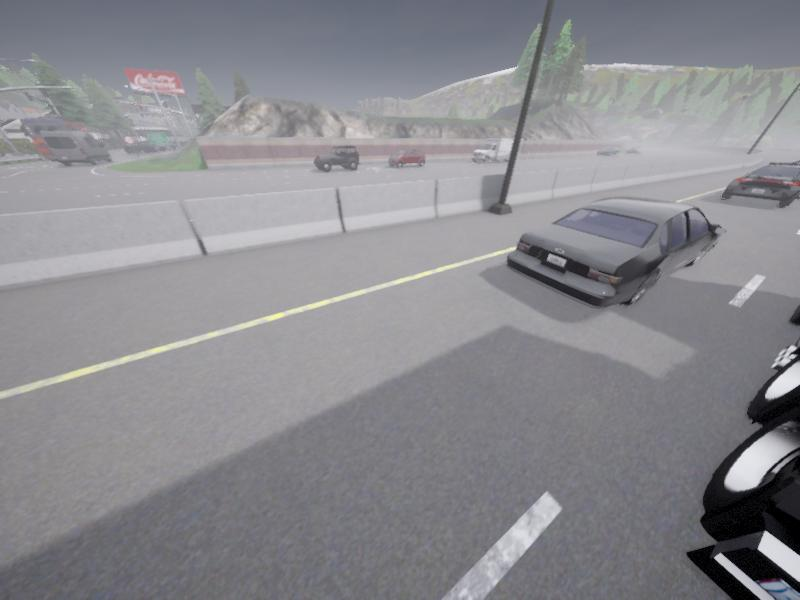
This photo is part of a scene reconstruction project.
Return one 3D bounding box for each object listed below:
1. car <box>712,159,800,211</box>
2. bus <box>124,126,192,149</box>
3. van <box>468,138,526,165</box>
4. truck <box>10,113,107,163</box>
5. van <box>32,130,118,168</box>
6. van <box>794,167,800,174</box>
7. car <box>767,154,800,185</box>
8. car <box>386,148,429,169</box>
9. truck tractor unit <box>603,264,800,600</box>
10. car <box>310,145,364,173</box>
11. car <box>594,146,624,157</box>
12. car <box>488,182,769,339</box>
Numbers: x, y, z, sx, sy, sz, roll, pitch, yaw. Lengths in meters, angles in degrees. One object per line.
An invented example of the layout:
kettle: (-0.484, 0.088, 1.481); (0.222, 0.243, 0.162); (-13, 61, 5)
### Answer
car: (17.348, -5.486, 10.711); (4.974, 1.542, 2.038); (-18, 39, -24)
bus: (-60.427, -40.954, 58.266); (3.944, 4.253, 10.273); (19, 39, 24)
van: (11.565, -17.820, 27.602); (6.366, 2.431, 2.351); (-18, 39, -24)
truck: (-35.690, -17.241, 24.768); (2.891, 3.827, 8.468); (-24, 42, -31)
van: (-29.156, -13.891, 21.146); (1.988, 2.561, 5.915); (-18, 39, -25)
van: (38.124, -12.673, 20.342); (5.915, 2.561, 1.988); (-18, 39, -25)
car: (27.792, -8.889, 15.688); (4.974, 1.542, 2.038); (-18, 39, -25)
car: (0.714, -13.931, 22.678); (3.705, 1.549, 1.789); (-18, 39, -24)
truck tractor unit: (5.109, -0.302, 0.789); (6.516, 4.208, 3.053); (-18, 39, -24)
car: (-5.292, -12.116, 19.719); (3.866, 1.878, 1.905); (-18, 39, -24)
car: (35.940, -25.587, 39.764); (5.008, 1.535, 1.882); (-21, 40, -27)
car: (4.626, -1.291, 4.683); (5.357, 1.411, 2.033); (-18, 39, -24)
